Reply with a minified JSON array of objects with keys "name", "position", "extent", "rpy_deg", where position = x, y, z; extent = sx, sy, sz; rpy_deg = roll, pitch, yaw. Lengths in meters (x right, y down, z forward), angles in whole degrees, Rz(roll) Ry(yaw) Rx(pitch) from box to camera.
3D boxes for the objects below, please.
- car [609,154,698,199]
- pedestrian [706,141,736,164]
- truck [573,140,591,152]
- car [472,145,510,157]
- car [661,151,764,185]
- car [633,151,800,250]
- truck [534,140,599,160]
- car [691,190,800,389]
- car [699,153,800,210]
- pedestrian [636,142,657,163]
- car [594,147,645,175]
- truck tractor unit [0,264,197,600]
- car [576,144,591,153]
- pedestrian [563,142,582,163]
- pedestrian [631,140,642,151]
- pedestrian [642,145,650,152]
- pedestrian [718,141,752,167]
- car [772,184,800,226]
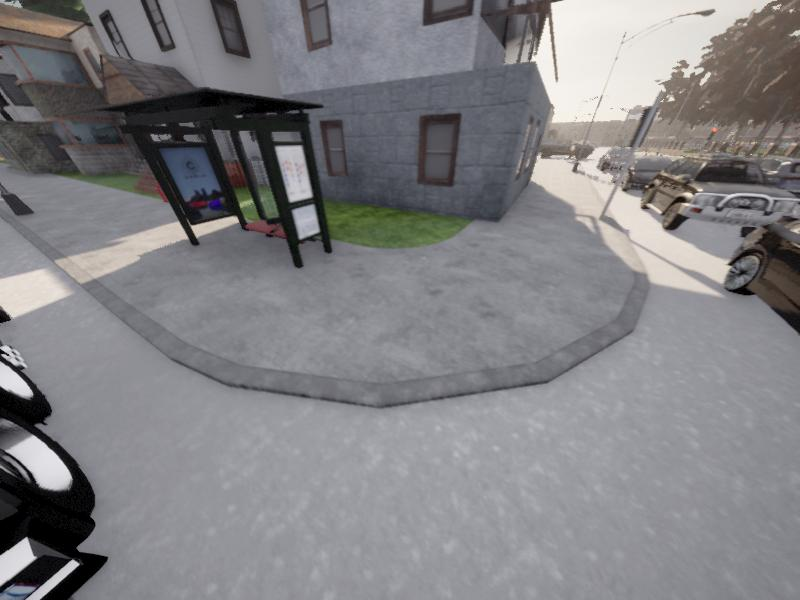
[{"name":"car","position":[12.937,-6.722,12.238],"extent":[1.837,1.490,4.892],"rpy_deg":[18,39,24]},{"name":"pedestrian","position":[31.003,-14.256,22.361],"extent":[0.751,1.860,0.751],"rpy_deg":[17,39,24]},{"name":"truck","position":[42.046,-35.760,53.554],"extent":[2.390,2.098,6.274],"rpy_deg":[18,39,24]},{"name":"car","position":[13.848,-22.897,35.451],"extent":[4.902,1.511,2.128],"rpy_deg":[18,39,24]},{"name":"car","position":[19.830,-8.755,15.085],"extent":[2.128,1.511,4.902],"rpy_deg":[16,38,22]},{"name":"car","position":[9.456,-3.392,7.149],"extent":[1.932,1.855,4.605],"rpy_deg":[18,39,24]},{"name":"truck","position":[21.837,-19.941,30.621],"extent":[6.274,2.098,2.390],"rpy_deg":[26,43,33]},{"name":"car","position":[5.896,0.152,2.409],"extent":[2.128,1.511,4.902],"rpy_deg":[20,40,26]},{"name":"car","position":[16.350,-5.413,10.211],"extent":[2.033,1.649,4.856],"rpy_deg":[17,38,23]},{"name":"pedestrian","position":[26.732,-16.000,25.085],"extent":[0.751,1.860,0.751],"rpy_deg":[18,39,24]},{"name":"car","position":[17.952,-11.686,19.209],"extent":[2.033,1.649,4.856],"rpy_deg":[19,39,25]},{"name":"truck tractor unit","position":[-5.109,-0.302,0.782],"extent":[6.516,4.208,3.053],"rpy_deg":[18,39,24]},{"name":"car","position":[37.761,-31.224,47.650],"extent":[1.812,1.442,4.674],"rpy_deg":[18,39,24]},{"name":"pedestrian","position":[18.242,-15.691,24.518],"extent":[0.751,1.860,0.751],"rpy_deg":[-15,38,-21]},{"name":"pedestrian","position":[47.835,-31.282,46.676],"extent":[0.751,1.860,0.751],"rpy_deg":[21,40,28]},{"name":"pedestrian","position":[44.261,-27.241,41.565],"extent":[0.500,1.100,0.500],"rpy_deg":[17,38,23]},{"name":"pedestrian","position":[29.657,-12.937,20.478],"extent":[0.751,1.860,0.751],"rpy_deg":[18,39,25]},{"name":"car","position":[12.819,-2.076,5.551],"extent":[2.128,1.511,4.902],"rpy_deg":[18,39,24]}]
